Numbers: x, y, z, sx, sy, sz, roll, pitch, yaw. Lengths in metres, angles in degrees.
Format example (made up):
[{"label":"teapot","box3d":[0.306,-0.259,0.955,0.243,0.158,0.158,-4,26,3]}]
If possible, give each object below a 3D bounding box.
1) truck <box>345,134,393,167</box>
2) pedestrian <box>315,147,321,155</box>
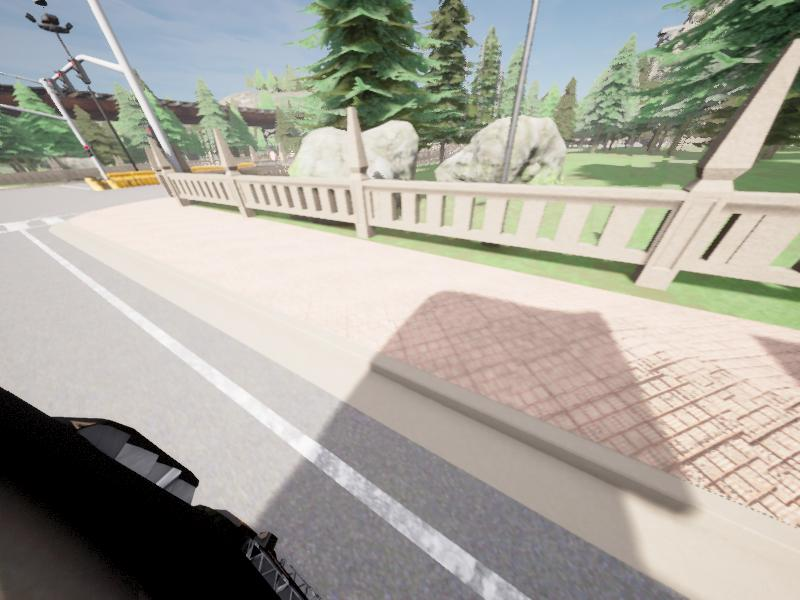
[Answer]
[{"label":"truck","box3d":[-4.762,-24.536,37.721,2.891,3.827,8.468,16,40,26]},{"label":"pedestrian","box3d":[-21.681,-39.432,61.197,0.751,1.860,0.751,16,38,26]}]
